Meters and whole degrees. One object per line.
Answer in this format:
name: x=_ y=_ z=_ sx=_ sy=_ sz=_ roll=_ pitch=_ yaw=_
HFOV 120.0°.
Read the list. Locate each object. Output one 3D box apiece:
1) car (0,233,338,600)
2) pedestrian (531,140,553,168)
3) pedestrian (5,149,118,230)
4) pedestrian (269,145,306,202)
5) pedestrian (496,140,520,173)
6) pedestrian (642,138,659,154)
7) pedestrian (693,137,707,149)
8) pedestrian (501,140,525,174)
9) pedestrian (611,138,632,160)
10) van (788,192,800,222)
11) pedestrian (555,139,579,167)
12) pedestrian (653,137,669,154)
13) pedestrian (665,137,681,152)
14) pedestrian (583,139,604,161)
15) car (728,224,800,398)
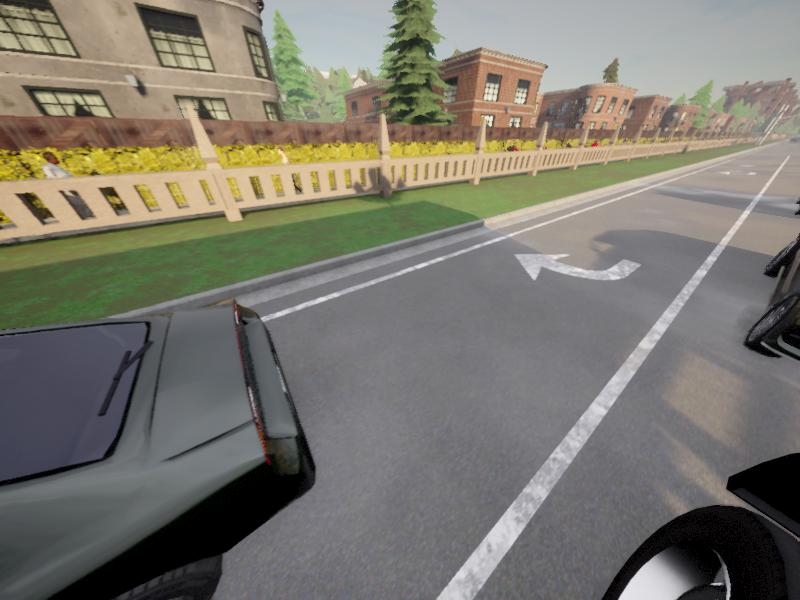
car: x=-3.071 y=1.310 z=0.751 sx=4.974 sy=1.542 sz=2.038 roll=-22 pitch=41 yaw=-28
pedestrian: x=11.432 y=-11.833 z=18.665 sx=0.751 sy=1.860 sz=0.751 roll=-22 pitch=41 yaw=-28
pedestrian: x=-9.023 y=-3.002 z=6.317 sx=0.751 sy=1.860 sz=0.751 roll=-17 pitch=39 yaw=-23
pedestrian: x=-4.387 y=-4.971 z=9.069 sx=0.751 sy=1.860 sz=0.751 roll=-19 pitch=39 yaw=-24
pedestrian: x=7.452 y=-9.927 z=15.996 sx=0.751 sy=1.860 sz=0.751 roll=-19 pitch=39 yaw=-24
pedestrian: x=34.478 y=-21.249 z=31.822 sx=0.751 sy=1.860 sz=0.751 roll=-21 pitch=40 yaw=-27
pedestrian: x=57.635 y=-30.210 z=44.342 sx=0.751 sy=1.860 sz=0.751 roll=-23 pitch=41 yaw=-28
pedestrian: x=7.534 y=-9.550 z=15.461 sx=0.751 sy=1.860 sz=0.751 roll=-24 pitch=41 yaw=-29
pedestrian: x=23.515 y=-16.027 z=24.510 sx=0.751 sy=1.860 sz=0.751 roll=-22 pitch=41 yaw=-28
van: x=14.882 y=-3.732 z=7.350 sx=4.442 sy=1.987 sz=1.775 roll=-22 pitch=41 yaw=-28
pedestrian: x=13.699 y=-12.060 z=18.968 sx=0.751 sy=1.860 sz=0.751 roll=-22 pitch=41 yaw=-28
pedestrian: x=36.641 y=-21.691 z=32.430 sx=0.751 sy=1.860 sz=0.751 roll=-25 pitch=42 yaw=-31
pedestrian: x=41.325 y=-23.494 z=34.947 sx=0.751 sy=1.860 sz=0.751 roll=-22 pitch=41 yaw=-27
pedestrian: x=19.546 y=-15.206 z=23.379 sx=0.751 sy=1.860 sz=0.751 roll=-21 pitch=40 yaw=-27
car: x=6.595 y=-0.204 z=2.735 sx=5.027 sy=1.651 sz=2.152 roll=-22 pitch=41 yaw=-28
